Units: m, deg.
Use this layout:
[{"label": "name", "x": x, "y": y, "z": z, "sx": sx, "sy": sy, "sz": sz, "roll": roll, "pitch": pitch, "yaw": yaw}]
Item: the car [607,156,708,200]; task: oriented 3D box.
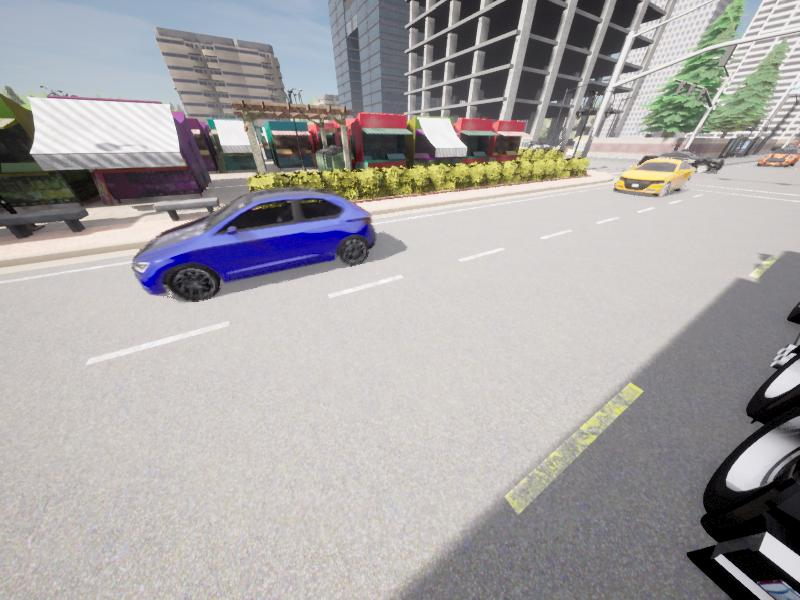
[{"label": "car", "x": 13.447, "y": -6.485, "z": 12.057, "sx": 5.008, "sy": 1.535, "sz": 1.882, "roll": -19, "pitch": 40, "yaw": -26}]

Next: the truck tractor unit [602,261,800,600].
[{"label": "truck tractor unit", "x": 5.104, "y": -0.307, "z": 0.788, "sx": 6.516, "sy": 4.208, "sz": 3.053, "roll": -19, "pitch": 39, "yaw": -24}]

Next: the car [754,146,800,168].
[{"label": "car", "x": 41.587, "y": -15.604, "z": 25.135, "sx": 4.553, "sy": 1.767, "sz": 2.097, "roll": -18, "pitch": 39, "yaw": -24}]

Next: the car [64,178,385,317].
[{"label": "car", "x": -2.617, "y": -1.382, "z": 4.667, "sx": 4.193, "sy": 1.474, "sz": 1.816, "roll": -18, "pitch": 39, "yaw": -24}]

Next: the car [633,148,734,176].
[{"label": "car", "x": 24.206, "y": -12.064, "z": 20.009, "sx": 1.930, "sy": 1.638, "sz": 5.238, "roll": -27, "pitch": 44, "yaw": -33}]
